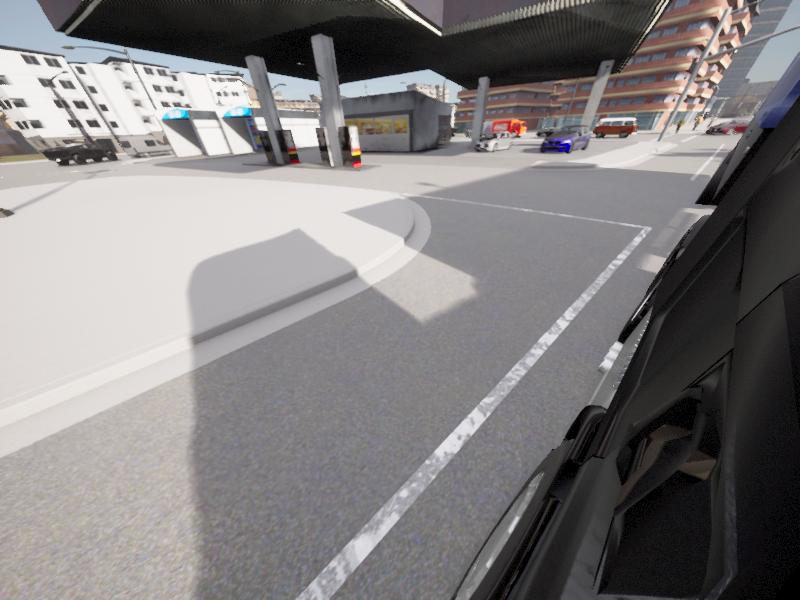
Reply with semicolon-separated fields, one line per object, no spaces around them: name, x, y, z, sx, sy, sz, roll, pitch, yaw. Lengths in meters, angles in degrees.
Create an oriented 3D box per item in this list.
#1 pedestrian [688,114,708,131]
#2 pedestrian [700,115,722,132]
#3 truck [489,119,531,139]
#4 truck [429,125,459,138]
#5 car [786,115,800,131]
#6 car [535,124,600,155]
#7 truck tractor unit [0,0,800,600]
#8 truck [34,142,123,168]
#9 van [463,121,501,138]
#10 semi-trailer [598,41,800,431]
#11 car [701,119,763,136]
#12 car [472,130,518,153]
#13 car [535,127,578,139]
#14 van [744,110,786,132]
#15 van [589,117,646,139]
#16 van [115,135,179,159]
pedestrian;42.259;-25.183;32.756;0.751;1.860;0.751;1;37;4
pedestrian;42.275;-23.990;31.416;0.751;1.860;0.751;0;37;4
truck;17.874;-27.964;37.807;2.627;2.467;5.204;-29;44;-30
truck;9.434;-36.582;50.167;2.390;2.098;6.274;-29;44;-31
car;50.205;-21.862;28.427;4.792;1.488;2.163;-28;44;-30
car;12.957;-12.470;17.891;4.611;1.667;2.242;-28;44;-30
truck tractor unit;2.645;-0.295;0.351;6.516;4.208;3.053;-28;44;-30
truck;-38.376;-17.729;28.019;2.390;2.098;6.274;-5;37;-3
van;15.568;-32.667;44.273;2.351;2.431;6.366;-29;44;-31
semi-trailer;8.688;-3.614;4.233;14.254;4.402;2.717;-28;44;-30
car;38.225;-19.898;26.658;4.181;1.385;1.994;-8;37;-6
car;8.685;-14.552;21.212;3.806;1.475;1.970;-28;44;-30
car;22.685;-24.337;33.636;1.895;1.301;4.718;-29;44;-31
van;46.503;-22.864;29.533;4.480;2.038;2.069;-28;44;-30
van;27.176;-21.622;29.102;2.069;2.038;4.480;-29;44;-31
van;-37.477;-22.928;34.539;1.988;2.561;5.915;5;37;10
